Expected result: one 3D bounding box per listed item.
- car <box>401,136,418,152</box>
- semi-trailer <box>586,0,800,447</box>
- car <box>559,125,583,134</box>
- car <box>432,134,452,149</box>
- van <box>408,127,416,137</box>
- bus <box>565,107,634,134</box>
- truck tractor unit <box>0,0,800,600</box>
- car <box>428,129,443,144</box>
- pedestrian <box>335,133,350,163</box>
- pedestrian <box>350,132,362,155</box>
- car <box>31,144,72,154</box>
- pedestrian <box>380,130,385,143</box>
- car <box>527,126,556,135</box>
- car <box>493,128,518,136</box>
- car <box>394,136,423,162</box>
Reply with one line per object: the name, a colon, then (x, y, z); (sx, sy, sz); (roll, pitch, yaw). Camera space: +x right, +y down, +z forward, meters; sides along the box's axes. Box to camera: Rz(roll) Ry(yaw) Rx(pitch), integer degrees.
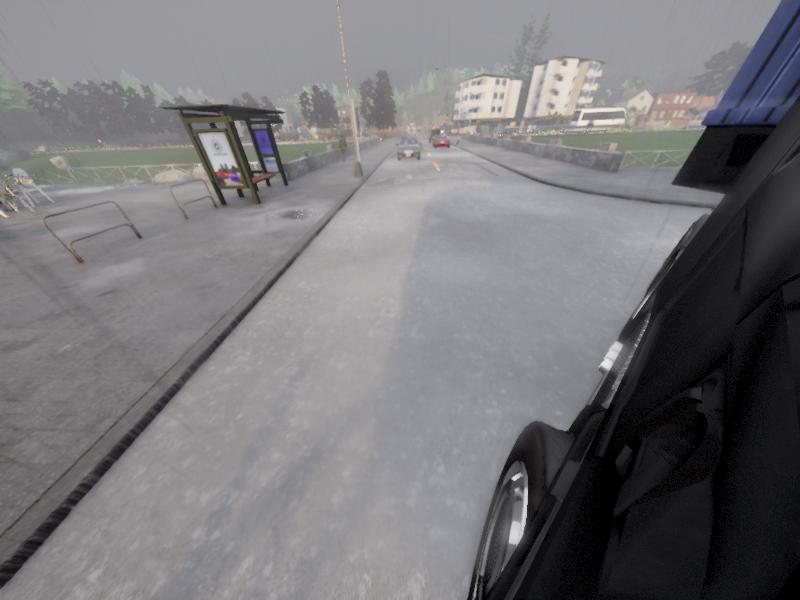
car: (1.152, -18.821, 27.784); (1.895, 1.301, 4.718); (0, 37, 3)
semi-trailer: (9.996, -1.993, 2.061); (14.254, 4.402, 2.717); (-8, 37, -8)
car: (40.646, -40.628, 54.972); (3.806, 1.475, 1.970); (0, 37, 3)
car: (5.265, -20.423, 29.669); (1.994, 1.385, 4.181); (0, 37, 3)
van: (3.721, -53.450, 73.313); (2.351, 2.431, 6.366); (0, 37, 3)
bus: (43.471, -39.412, 50.867); (10.273, 4.253, 3.944); (0, 37, 3)
truck tractor unit: (2.645, -0.295, 0.351); (6.516, 4.208, 3.053); (-28, 44, -30)
car: (5.711, -26.596, 37.517); (1.905, 1.878, 3.866); (0, 37, 3)
pedestrian: (-4.367, -11.614, 17.675); (0.751, 1.860, 0.751); (-2, 37, 0)
pedestrian: (-4.371, -15.522, 22.936); (0.751, 1.860, 0.751); (0, 37, 3)
car: (-83.835, -36.383, 55.711); (2.152, 1.651, 5.027); (0, 37, 3)
pedestrian: (-3.074, -29.242, 41.337); (0.751, 1.860, 0.751); (-1, 37, 1)
car: (33.920, -40.613, 55.365); (5.357, 1.411, 2.033); (0, 37, 3)
car: (25.326, -40.623, 55.735); (4.892, 1.490, 1.837); (1, 37, 4)
car: (0.790, -12.908, 19.664); (2.128, 1.511, 4.902); (1, 37, 4)
